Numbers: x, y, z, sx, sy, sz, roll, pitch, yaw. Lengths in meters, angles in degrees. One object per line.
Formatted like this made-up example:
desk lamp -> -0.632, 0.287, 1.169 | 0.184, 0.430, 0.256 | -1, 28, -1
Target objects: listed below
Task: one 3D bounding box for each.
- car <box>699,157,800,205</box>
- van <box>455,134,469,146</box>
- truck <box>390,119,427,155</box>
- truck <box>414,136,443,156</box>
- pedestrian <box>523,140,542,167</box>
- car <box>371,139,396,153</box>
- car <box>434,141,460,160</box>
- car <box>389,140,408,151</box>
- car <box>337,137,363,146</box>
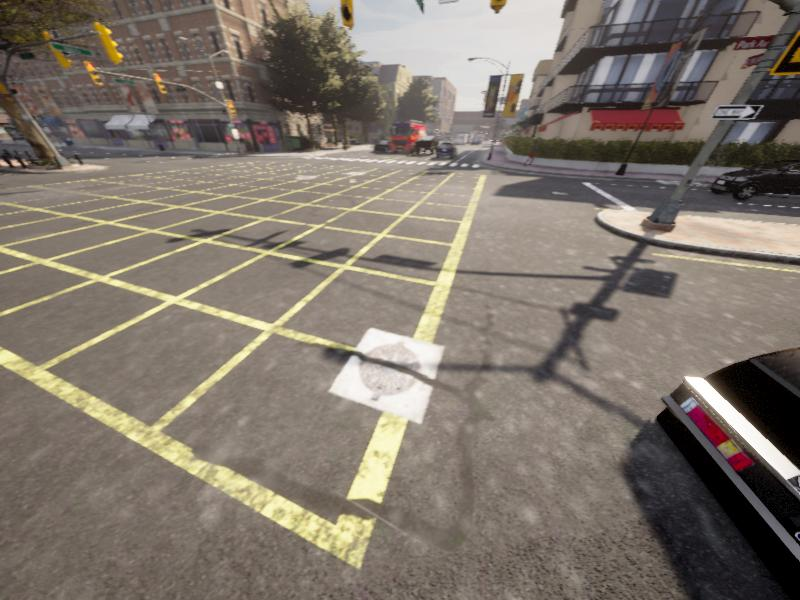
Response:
car -> 17.103, -5.401, 10.448 | 3.705, 1.549, 1.789 | 12, 37, 15
van -> 16.366, -42.301, 60.969 | 2.351, 2.431, 6.366 | 12, 37, 15
truck -> 1.430, -23.979, 33.975 | 2.891, 3.827, 8.468 | 12, 37, 15
truck -> 3.951, -21.262, 31.732 | 2.390, 2.098, 6.274 | 12, 37, 15
pedestrian -> 10.770, -11.937, 18.826 | 0.751, 1.860, 0.751 | 19, 40, 24
car -> -2.329, -23.055, 34.474 | 1.930, 1.638, 5.238 | 11, 37, 14
car -> 5.640, -17.645, 27.144 | 2.033, 1.649, 4.856 | 12, 37, 15
car -> -0.133, -26.672, 39.719 | 1.812, 1.442, 4.674 | 12, 37, 15
car -> -10.982, -34.967, 50.930 | 4.974, 1.542, 2.038 | 13, 37, 16
